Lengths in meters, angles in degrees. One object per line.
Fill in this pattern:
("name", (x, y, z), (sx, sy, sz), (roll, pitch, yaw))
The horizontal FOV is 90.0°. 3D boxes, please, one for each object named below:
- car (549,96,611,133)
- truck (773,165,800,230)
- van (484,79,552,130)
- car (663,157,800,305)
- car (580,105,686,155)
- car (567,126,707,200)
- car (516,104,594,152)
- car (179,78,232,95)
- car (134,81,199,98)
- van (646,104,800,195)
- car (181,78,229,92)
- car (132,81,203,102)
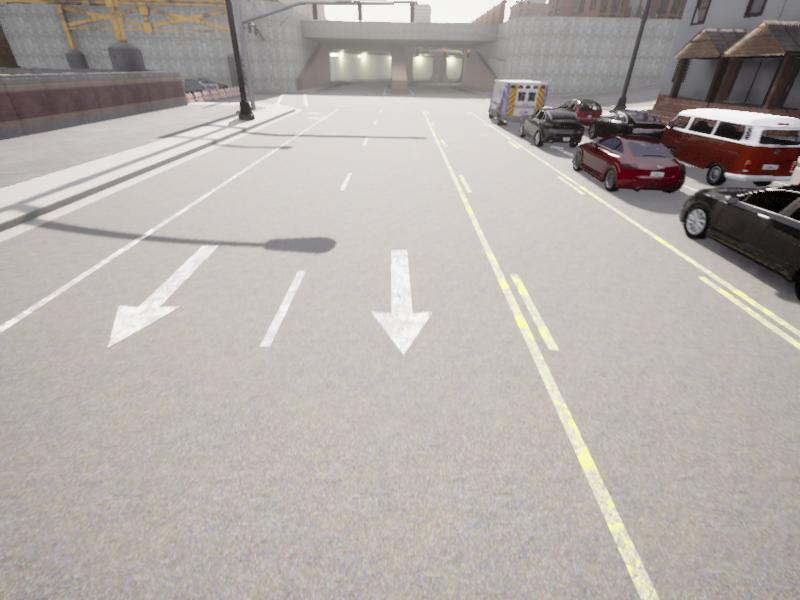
("car", (10.714, -11.285, 24.212), (1.851, 1.617, 3.988), (1, 30, 0))
("truck", (10.609, -1.491, 5.207), (2.891, 3.827, 8.468), (1, 30, 0))
("van", (7.234, -12.628, 25.577), (2.351, 2.431, 6.366), (1, 30, 0))
("car", (7.091, -1.204, 6.903), (1.837, 1.490, 4.892), (1, 30, 0))
("car", (10.666, -8.124, 18.883), (2.128, 1.511, 4.902), (1, 30, 0))
("car", (7.108, -4.477, 12.642), (1.994, 1.385, 4.181), (2, 30, 1))
("car", (7.174, -8.346, 19.156), (1.837, 1.490, 4.892), (1, 30, 0))
("car", (-21.617, -23.913, 44.733), (2.038, 1.542, 4.974), (16, 34, 24))
("car", (-20.908, -18.993, 36.006), (1.853, 1.218, 4.536), (27, 39, 36))
("van", (10.637, -5.114, 13.193), (2.069, 2.038, 4.480), (1, 30, 0))
("car", (-21.639, -24.026, 44.614), (1.853, 1.218, 4.536), (16, 34, 24))
("car", (-20.875, -18.875, 36.118), (2.038, 1.542, 4.974), (27, 39, 36))
